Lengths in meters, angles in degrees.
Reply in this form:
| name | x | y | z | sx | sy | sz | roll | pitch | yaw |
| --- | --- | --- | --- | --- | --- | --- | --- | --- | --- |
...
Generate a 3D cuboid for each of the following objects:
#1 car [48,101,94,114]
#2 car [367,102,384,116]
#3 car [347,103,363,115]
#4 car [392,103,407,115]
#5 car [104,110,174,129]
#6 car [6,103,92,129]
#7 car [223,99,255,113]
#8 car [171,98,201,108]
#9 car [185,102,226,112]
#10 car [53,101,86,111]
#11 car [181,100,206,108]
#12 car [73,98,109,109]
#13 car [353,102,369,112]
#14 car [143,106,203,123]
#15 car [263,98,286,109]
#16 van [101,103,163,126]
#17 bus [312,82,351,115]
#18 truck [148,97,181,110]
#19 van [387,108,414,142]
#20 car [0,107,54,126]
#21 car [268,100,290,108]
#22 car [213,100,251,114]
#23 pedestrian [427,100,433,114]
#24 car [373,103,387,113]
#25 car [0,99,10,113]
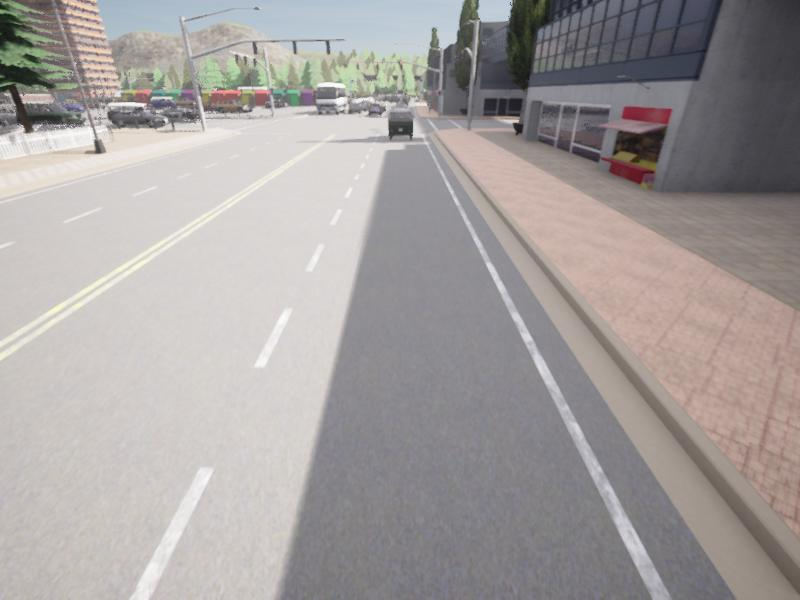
| name | x | y | z | sx | sy | sz | roll | pitch | yaw |
| --- | --- | --- | --- | --- | --- | --- | --- | --- | --- |
| car | -48.757 | -28.559 | 59.430 | 4.611 | 1.667 | 2.242 | 0 | 27 | 0 |
| car | -3.594 | -28.141 | 58.976 | 2.033 | 1.649 | 4.856 | 1 | 28 | 1 |
| car | -7.024 | -30.079 | 62.832 | 1.837 | 1.490 | 4.892 | 1 | 27 | 1 |
| car | -0.044 | -29.679 | 61.983 | 2.038 | 1.542 | 4.974 | 1 | 27 | 1 |
| car | -24.488 | -17.069 | 37.726 | 4.902 | 1.511 | 2.128 | 0 | 27 | 0 |
| car | -32.824 | -17.308 | 37.583 | 5.566 | 2.045 | 2.150 | 0 | 27 | 0 |
| car | -24.850 | -30.014 | 61.926 | 3.866 | 1.878 | 1.905 | 0 | 27 | 0 |
| car | -42.378 | -39.078 | 79.336 | 4.605 | 1.855 | 1.932 | 0 | 27 | 0 |
| car | -31.287 | -31.069 | 64.449 | 5.357 | 1.415 | 2.033 | 0 | 27 | 0 |
| car | -57.406 | -33.760 | 69.583 | 3.806 | 1.475 | 1.970 | 0 | 27 | 0 |
| car | -42.309 | -40.226 | 82.004 | 3.905 | 1.438 | 1.784 | 0 | 27 | 0 |
| car | -57.447 | -36.546 | 74.422 | 4.605 | 1.855 | 1.932 | 0 | 27 | 0 |
| car | -6.814 | -33.767 | 70.000 | 2.128 | 1.511 | 4.902 | 1 | 27 | 1 |
| car | -24.795 | -20.333 | 43.869 | 5.238 | 1.638 | 1.930 | 0 | 27 | 1 |
| car | -24.857 | -39.056 | 79.342 | 3.866 | 1.878 | 1.905 | 0 | 27 | 0 |
| van | -27.179 | -18.917 | 40.705 | 4.480 | 2.038 | 2.069 | 0 | 27 | 0 |
| bus | -10.407 | -31.265 | 62.115 | 3.944 | 4.253 | 10.273 | 1 | 27 | 1 |
| truck | -42.333 | -35.376 | 72.000 | 4.478 | 2.038 | 2.069 | 0 | 27 | 0 |
| van | 0.086 | -12.770 | 28.988 | 1.775 | 1.987 | 4.442 | 1 | 27 | 1 |
| car | -38.794 | -18.754 | 40.763 | 4.611 | 1.667 | 2.242 | 0 | 27 | 0 |
| car | -24.842 | -40.178 | 82.022 | 3.806 | 1.475 | 1.970 | 0 | 27 | 0 |
| car | -24.908 | -28.683 | 59.356 | 4.605 | 1.855 | 1.932 | 0 | 27 | 0 |
| pedestrian | 4.366 | -28.058 | 58.200 | 0.751 | 1.860 | 0.751 | -1 | 27 | -1 |
| car | -3.375 | -32.676 | 67.964 | 1.970 | 1.475 | 3.806 | 1 | 27 | 1 |
| car | -63.868 | -30.062 | 61.919 | 4.605 | 1.855 | 1.932 | 0 | 27 | 0 |
